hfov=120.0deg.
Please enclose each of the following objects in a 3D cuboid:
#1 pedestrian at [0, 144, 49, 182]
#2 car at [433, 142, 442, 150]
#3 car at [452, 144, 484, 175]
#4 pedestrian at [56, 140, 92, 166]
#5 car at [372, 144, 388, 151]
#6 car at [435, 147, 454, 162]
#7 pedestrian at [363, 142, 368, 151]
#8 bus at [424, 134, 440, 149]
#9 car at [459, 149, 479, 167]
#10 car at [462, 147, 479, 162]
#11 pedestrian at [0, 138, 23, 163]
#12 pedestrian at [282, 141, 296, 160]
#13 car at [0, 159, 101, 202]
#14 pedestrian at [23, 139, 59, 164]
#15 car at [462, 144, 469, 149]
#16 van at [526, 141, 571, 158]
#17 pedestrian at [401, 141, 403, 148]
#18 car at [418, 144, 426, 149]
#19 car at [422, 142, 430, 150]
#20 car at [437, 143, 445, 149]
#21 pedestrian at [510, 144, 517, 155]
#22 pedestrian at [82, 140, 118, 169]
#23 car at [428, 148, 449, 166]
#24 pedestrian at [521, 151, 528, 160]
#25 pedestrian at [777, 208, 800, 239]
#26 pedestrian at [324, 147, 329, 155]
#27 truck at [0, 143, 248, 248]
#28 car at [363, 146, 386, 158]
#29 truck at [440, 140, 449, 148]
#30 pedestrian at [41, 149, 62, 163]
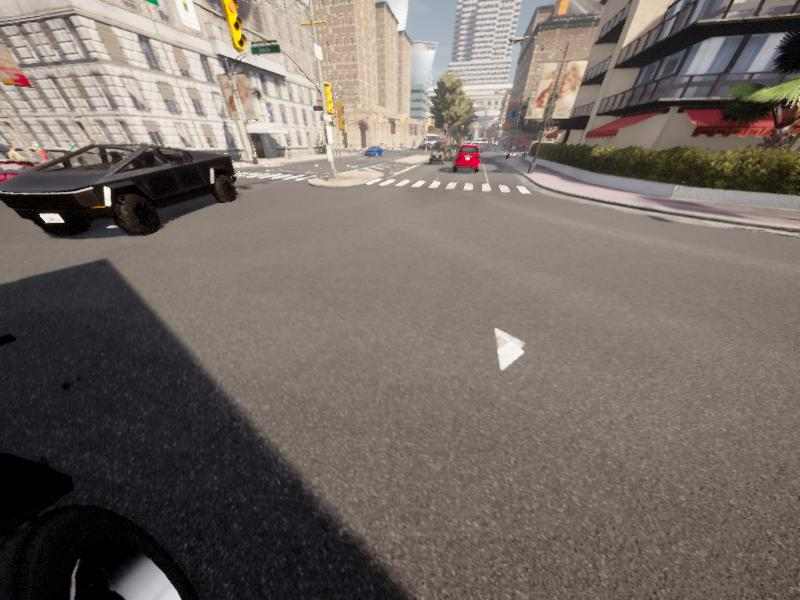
[{"bbox_3d":[-22.245,-8.060,13.583,0.751,1.860,0.751,9,36,12],"label":"pedestrian"},{"bbox_3d":[11.980,-49.195,73.677,2.150,2.045,5.566,9,36,12],"label":"car"},{"bbox_3d":[6.282,-13.053,21.238,2.150,2.045,5.566,9,36,12],"label":"car"},{"bbox_3d":[-27.315,-12.337,19.410,0.751,1.860,0.751,10,36,13],"label":"pedestrian"},{"bbox_3d":[-5.157,-39.372,59.575,3.633,1.501,1.845,9,36,12],"label":"car"},{"bbox_3d":[6.254,-20.271,32.144,2.007,1.525,4.514,10,36,12],"label":"car"},{"bbox_3d":[-8.252,-36.734,55.362,0.751,1.860,0.751,8,35,10],"label":"pedestrian"},{"bbox_3d":[11.354,-55.998,81.559,3.944,4.253,10.273,9,36,12],"label":"bus"},{"bbox_3d":[8.144,-16.668,26.993,1.837,1.490,4.892,9,36,12],"label":"car"},{"bbox_3d":[9.839,-20.166,31.990,1.851,1.617,3.988,9,36,12],"label":"car"},{"bbox_3d":[-36.278,-13.696,21.204,0.751,1.860,0.751,10,36,13],"label":"pedestrian"},{"bbox_3d":[-13.538,-18.233,28.209,0.751,1.860,0.751,9,35,11],"label":"pedestrian"},{"bbox_3d":[-16.799,-5.245,10.088,4.181,1.385,1.994,-24,42,-32],"label":"car"},{"bbox_3d":[-31.905,-13.194,20.562,0.751,1.860,0.751,13,36,17],"label":"pedestrian"},{"bbox_3d":[23.856,-56.242,84.501,2.038,1.542,4.974,9,36,12],"label":"car"},{"bbox_3d":[27.586,-28.219,43.268,6.366,2.431,2.351,9,36,12],"label":"van"},{"bbox_3d":[0.676,-54.791,81.407,0.751,1.860,0.751,7,35,9],"label":"pedestrian"},{"bbox_3d":[7.829,-54.790,82.341,1.895,1.301,4.718,9,36,12],"label":"car"},{"bbox_3d":[8.398,-49.264,73.857,1.905,1.878,3.866,9,36,12],"label":"car"},{"bbox_3d":[14.208,-53.587,80.428,1.930,1.638,5.238,9,36,12],"label":"car"},{"bbox_3d":[23.828,-31.608,48.558,0.751,1.860,0.751,25,41,31],"label":"pedestrian"},{"bbox_3d":[-23.785,-11.560,18.351,0.751,1.860,0.751,4,35,5],"label":"pedestrian"},{"bbox_3d":[4.604,-16.910,27.223,1.789,1.549,3.705,9,36,12],"label":"car"},{"bbox_3d":[17.394,-20.174,32.283,0.500,1.100,0.500,10,36,13],"label":"pedestrian"},{"bbox_3d":[12.229,-2.651,6.414,0.751,1.860,0.751,10,36,14],"label":"pedestrian"},{"bbox_3d":[-12.145,-24.689,38.252,0.500,1.100,0.500,9,36,12],"label":"pedestrian"},{"bbox_3d":[-8.289,-3.967,7.758,2.390,2.098,6.274,-1,35,-2],"label":"truck"},{"bbox_3d":[-4.026,-23.758,36.985,1.882,1.535,5.008,10,36,12],"label":"car"},{"bbox_3d":[17.335,-60.306,89.484,2.627,2.467,5.204,9,36,12],"label":"truck"},{"bbox_3d":[-32.329,-13.342,21.436,0.500,1.100,0.500,10,36,13],"label":"pedestrian"}]
